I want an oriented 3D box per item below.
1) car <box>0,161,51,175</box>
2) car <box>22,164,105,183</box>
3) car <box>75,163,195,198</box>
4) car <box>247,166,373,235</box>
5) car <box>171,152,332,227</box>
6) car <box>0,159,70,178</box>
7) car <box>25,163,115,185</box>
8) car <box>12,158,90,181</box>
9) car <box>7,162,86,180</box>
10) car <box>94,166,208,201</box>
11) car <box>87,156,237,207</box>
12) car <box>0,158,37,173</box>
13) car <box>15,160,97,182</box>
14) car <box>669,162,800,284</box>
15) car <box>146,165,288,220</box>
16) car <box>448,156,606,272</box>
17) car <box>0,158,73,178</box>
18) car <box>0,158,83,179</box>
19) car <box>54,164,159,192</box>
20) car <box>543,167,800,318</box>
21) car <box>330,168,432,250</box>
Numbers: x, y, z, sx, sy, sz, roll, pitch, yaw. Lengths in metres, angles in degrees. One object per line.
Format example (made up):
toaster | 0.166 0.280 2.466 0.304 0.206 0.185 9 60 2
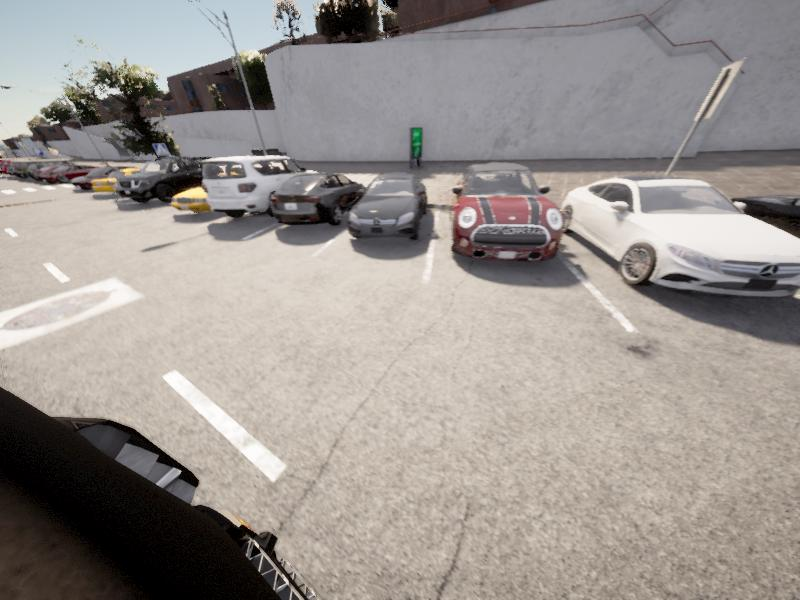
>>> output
car | -62.449 -21.708 37.933 1.946 1.575 5.366 5 34 9
car | -36.582 -13.986 25.385 2.002 1.452 4.674 4 34 9
car | -18.354 -8.669 16.536 1.946 1.575 5.366 4 34 9
car | -2.776 -3.961 8.671 2.163 1.488 4.792 4 34 9
car | -5.382 -4.949 9.814 2.435 2.045 5.566 4 34 9
car | -49.517 -18.018 31.515 1.878 1.987 4.442 5 34 9
car | -33.979 -13.200 24.075 2.163 1.488 4.792 5 34 9
car | -41.735 -15.823 27.885 1.878 1.987 4.442 4 34 9
car | -44.333 -16.341 29.184 2.231 1.521 4.892 4 34 9
car | -15.775 -7.758 15.125 2.002 1.452 4.674 5 34 9
car | -13.183 -7.206 13.648 2.435 2.045 5.566 5 34 9
car | -70.194 -24.320 41.643 1.878 1.987 4.442 5 34 8
car | -39.173 -14.883 26.545 2.185 1.767 4.553 4 34 9
car | 7.615 -0.979 3.404 2.097 1.535 5.008 4 34 10
car | -8.007 -5.386 11.074 1.946 1.575 5.366 4 34 9
car | 2.426 -2.591 5.979 2.185 1.767 4.553 4 34 9
car | -52.086 -18.897 32.897 2.435 2.045 5.566 4 34 9
car | -46.919 -17.313 30.299 2.435 2.045 5.566 5 34 9
car | -23.581 -10.082 18.946 2.163 1.488 4.792 5 34 9
car | 5.024 -1.692 4.740 2.002 1.452 4.674 4 34 9
car | -0.169 -3.180 7.351 2.002 1.452 4.674 4 34 9
